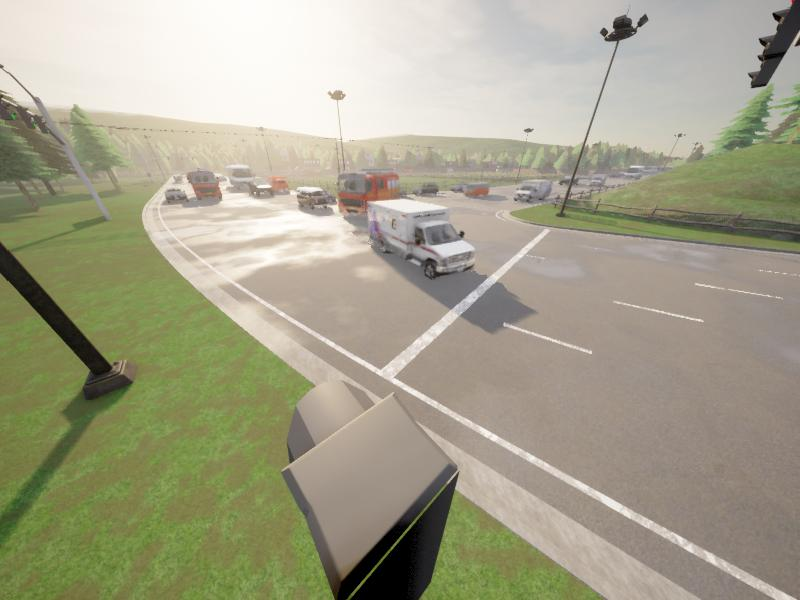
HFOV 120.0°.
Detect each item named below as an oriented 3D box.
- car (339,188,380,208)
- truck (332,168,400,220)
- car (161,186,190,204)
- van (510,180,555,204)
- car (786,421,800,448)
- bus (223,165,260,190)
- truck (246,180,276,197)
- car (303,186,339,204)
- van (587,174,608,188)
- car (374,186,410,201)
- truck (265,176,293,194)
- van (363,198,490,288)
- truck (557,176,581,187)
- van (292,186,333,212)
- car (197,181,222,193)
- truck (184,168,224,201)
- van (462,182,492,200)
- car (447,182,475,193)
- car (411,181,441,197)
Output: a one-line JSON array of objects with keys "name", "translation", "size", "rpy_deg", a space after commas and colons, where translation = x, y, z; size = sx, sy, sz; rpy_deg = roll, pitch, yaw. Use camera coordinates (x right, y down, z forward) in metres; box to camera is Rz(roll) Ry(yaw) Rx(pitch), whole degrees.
[{"name": "car", "translation": [-4.743, -12.551, 28.123], "size": [2.152, 1.651, 5.027], "rpy_deg": [16, 34, 25]}, {"name": "truck", "translation": [-2.798, -10.877, 23.020], "size": [2.891, 3.827, 8.468], "rpy_deg": [10, 31, 17]}, {"name": "car", "translation": [-29.716, -13.989, 30.613], "size": [2.152, 1.651, 5.027], "rpy_deg": [-23, 37, -34]}, {"name": "van", "translation": [17.413, -14.288, 30.326], "size": [6.366, 2.431, 2.351], "rpy_deg": [-23, 37, -34]}, {"name": "car", "translation": [7.973, 2.685, 1.986], "size": [4.181, 1.385, 1.994], "rpy_deg": [18, 35, 29]}, {"name": "bus", "translation": [-32.789, -25.334, 47.651], "size": [3.944, 4.253, 10.273], "rpy_deg": [-22, 36, -33]}, {"name": "truck", "translation": [-22.458, -18.024, 37.125], "size": [2.390, 2.098, 6.274], "rpy_deg": [-23, 37, -34]}, {"name": "car", "translation": [-10.332, -13.723, 30.103], "size": [2.242, 1.667, 4.611], "rpy_deg": [-26, 39, -37]}, {"name": "van", "translation": [44.567, -26.874, 52.121], "size": [2.351, 2.431, 6.366], "rpy_deg": [24, 38, 36]}, {"name": "car", "translation": [-1.112, -15.090, 32.661], "size": [4.792, 1.488, 2.163], "rpy_deg": [-26, 39, -37]}, {"name": "truck", "translation": [-21.219, -20.191, 40.501], "size": [2.627, 2.467, 5.204], "rpy_deg": [-22, 37, -33]}, {"name": "van", "translation": [0.703, -3.164, 11.059], "size": [2.351, 2.431, 6.366], "rpy_deg": [-17, 34, -27]}, {"name": "truck", "translation": [40.297, -28.329, 54.967], "size": [6.274, 2.098, 2.390], "rpy_deg": [-23, 37, -34]}, {"name": "van", "translation": [-9.584, -11.065, 25.130], "size": [4.480, 2.038, 2.069], "rpy_deg": [26, 39, 37]}, {"name": "car", "translation": [-34.790, -20.594, 42.053], "size": [5.027, 1.651, 2.152], "rpy_deg": [24, 38, 36]}, {"name": "truck", "translation": [-28.387, -16.866, 33.394], "size": [2.891, 3.827, 8.468], "rpy_deg": [-22, 37, -33]}, {"name": "van", "translation": [11.263, -16.085, 33.876], "size": [4.442, 1.987, 1.775], "rpy_deg": [-23, 37, -34]}, {"name": "car", "translation": [11.045, -20.366, 41.750], "size": [4.974, 1.542, 2.038], "rpy_deg": [-23, 37, -34]}, {"name": "car", "translation": [4.099, -17.599, 36.596], "size": [4.605, 1.855, 1.932], "rpy_deg": [-25, 38, -33]}]
